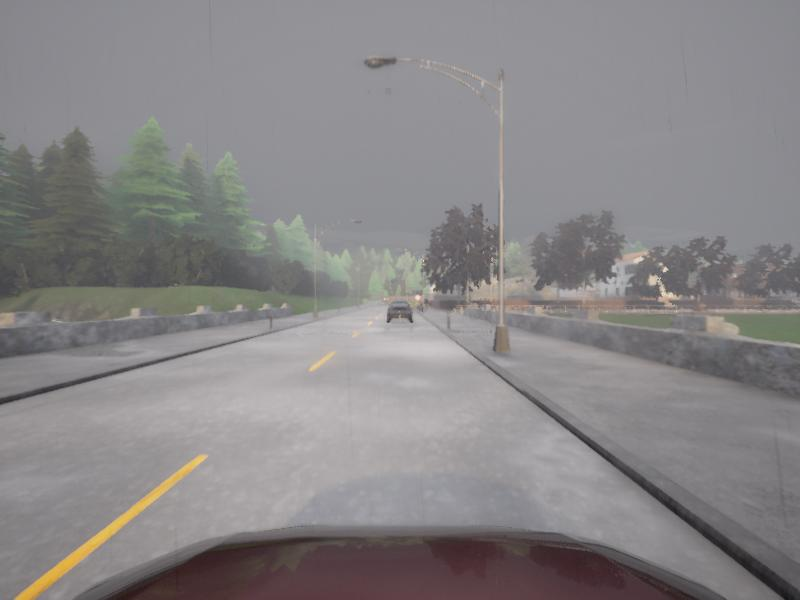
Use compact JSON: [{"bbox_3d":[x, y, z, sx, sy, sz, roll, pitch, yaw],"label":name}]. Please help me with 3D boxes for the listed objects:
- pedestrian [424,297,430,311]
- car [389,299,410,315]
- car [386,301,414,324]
[{"bbox_3d":[3.552,0.471,53.295,0.751,1.860,0.751,0,0,-2],"label":"pedestrian"},{"bbox_3d":[-0.016,0.731,43.332,2.152,1.651,5.027,0,0,0],"label":"car"},{"bbox_3d":[-0.008,0.812,29.137,1.837,1.490,4.892,0,0,0],"label":"car"}]
